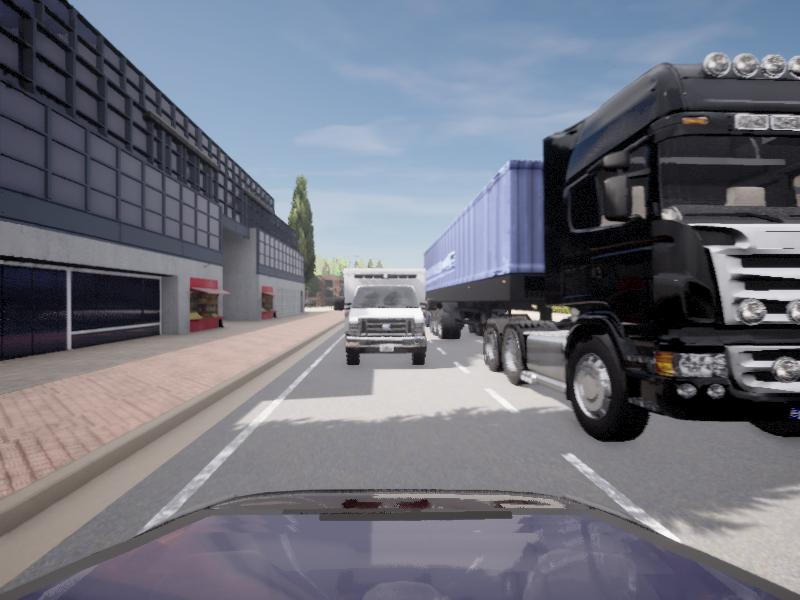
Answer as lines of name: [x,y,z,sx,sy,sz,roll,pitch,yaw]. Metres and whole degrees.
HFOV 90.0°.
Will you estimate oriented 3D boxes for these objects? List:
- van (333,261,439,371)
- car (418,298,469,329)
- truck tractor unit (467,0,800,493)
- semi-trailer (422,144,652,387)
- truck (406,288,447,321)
van: [-0.460,0.360,12.072,2.351,2.431,6.366,0,0,-3]
car: [2.443,0.721,23.704,2.242,1.667,4.611,0,0,-3]
truck tractor unit: [3.339,-0.539,6.538,3.053,4.208,6.516,0,0,-3]
semi-trailer: [2.922,-0.644,14.437,2.717,4.402,14.254,0,0,-3]
truck: [2.011,0.306,32.261,2.627,2.467,5.204,0,0,-3]
